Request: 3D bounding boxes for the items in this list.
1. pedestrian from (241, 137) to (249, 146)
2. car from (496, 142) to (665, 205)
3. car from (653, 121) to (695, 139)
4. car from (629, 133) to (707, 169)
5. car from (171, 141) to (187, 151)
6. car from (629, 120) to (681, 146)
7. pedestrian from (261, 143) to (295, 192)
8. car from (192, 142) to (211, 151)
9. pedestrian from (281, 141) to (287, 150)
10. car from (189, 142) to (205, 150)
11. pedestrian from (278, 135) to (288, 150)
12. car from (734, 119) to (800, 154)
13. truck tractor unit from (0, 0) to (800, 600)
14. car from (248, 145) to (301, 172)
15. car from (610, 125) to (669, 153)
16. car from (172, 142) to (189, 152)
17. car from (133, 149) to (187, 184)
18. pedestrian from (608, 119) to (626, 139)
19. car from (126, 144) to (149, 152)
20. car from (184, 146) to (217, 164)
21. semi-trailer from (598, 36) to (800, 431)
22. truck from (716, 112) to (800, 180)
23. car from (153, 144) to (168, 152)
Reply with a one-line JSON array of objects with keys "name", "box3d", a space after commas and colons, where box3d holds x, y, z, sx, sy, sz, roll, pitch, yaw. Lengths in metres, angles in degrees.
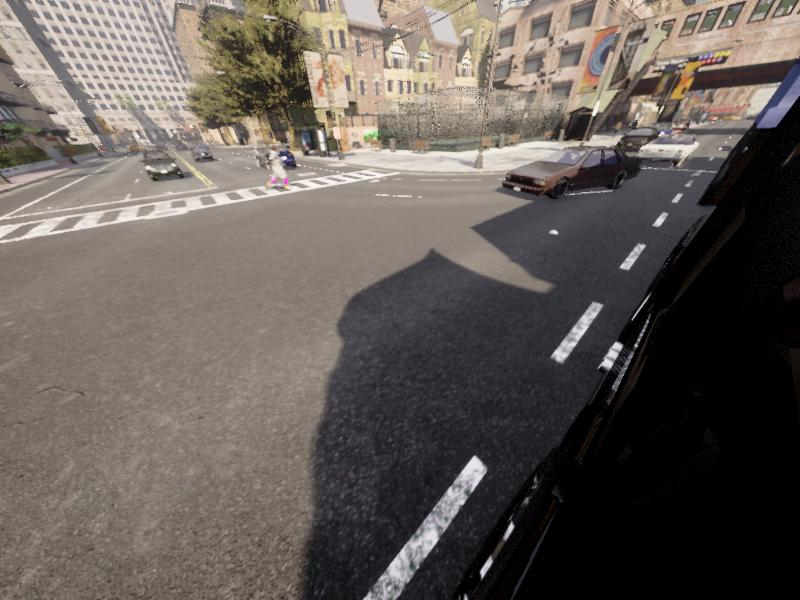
[{"name": "pedestrian", "box3d": [-38.844, -39.718, 57.783, 0.751, 1.860, 0.751, 27, 46, 33]}, {"name": "car", "box3d": [6.625, -4.923, 8.704, 5.357, 1.411, 2.033, -15, 38, -16]}, {"name": "car", "box3d": [32.672, -20.259, 27.544, 4.892, 1.521, 2.231, -28, 44, -30]}, {"name": "car", "box3d": [15.287, -8.577, 13.145, 4.718, 1.301, 1.895, -27, 43, -29]}, {"name": "car", "box3d": [-52.198, -36.434, 54.497, 1.905, 1.878, 3.866, -28, 44, -30]}, {"name": "car", "box3d": [24.405, -15.984, 22.112, 4.553, 1.767, 2.185, -28, 44, -30]}, {"name": "pedestrian", "box3d": [-5.616, -6.135, 10.695, 0.751, 1.860, 0.751, -23, 41, -25]}, {"name": "car", "box3d": [-44.240, -34.261, 51.463, 2.033, 1.411, 5.357, -32, 45, -33]}, {"name": "pedestrian", "box3d": [-17.657, -23.421, 35.118, 0.500, 1.100, 0.500, -23, 41, -25]}, {"name": "car", "box3d": [-49.749, -37.850, 56.589, 2.163, 1.488, 4.792, -29, 44, -30]}, {"name": "pedestrian", "box3d": [-18.628, -25.103, 36.807, 0.751, 1.860, 0.751, -29, 44, -31]}, {"name": "car", "box3d": [25.024, -11.158, 15.699, 5.238, 1.638, 1.930, -28, 43, -30]}, {"name": "truck tractor unit", "box3d": [2.645, -0.295, 0.351, 6.516, 4.208, 3.053, -28, 44, -30]}, {"name": "car", "box3d": [-10.080, -11.429, 18.466, 2.163, 1.488, 4.792, -29, 44, -30]}, {"name": "car", "box3d": [19.585, -13.204, 18.892, 5.008, 1.535, 2.097, -28, 44, -30]}, {"name": "car", "box3d": [-48.074, -33.579, 50.609, 2.033, 1.649, 4.856, -28, 44, -30]}, {"name": "car", "box3d": [-16.406, -9.277, 15.874, 1.851, 1.617, 3.988, -28, 44, -30]}, {"name": "pedestrian", "box3d": [25.533, -20.042, 27.143, 0.751, 1.860, 0.751, -27, 43, -29]}, {"name": "car", "box3d": [-67.901, -39.331, 59.703, 5.366, 1.575, 1.801, 14, 40, 21]}, {"name": "car", "box3d": [-22.929, -16.751, 26.532, 2.033, 1.411, 5.357, -28, 44, -30]}, {"name": "semi-trailer", "box3d": [8.716, -3.583, 4.225, 14.254, 4.402, 2.717, -28, 43, -30]}, {"name": "truck", "box3d": [17.135, -7.142, 10.420, 6.274, 2.098, 2.390, -28, 43, -30]}, {"name": "car", "box3d": [-55.428, -35.183, 53.441, 1.994, 1.385, 4.181, -28, 44, -30]}]
